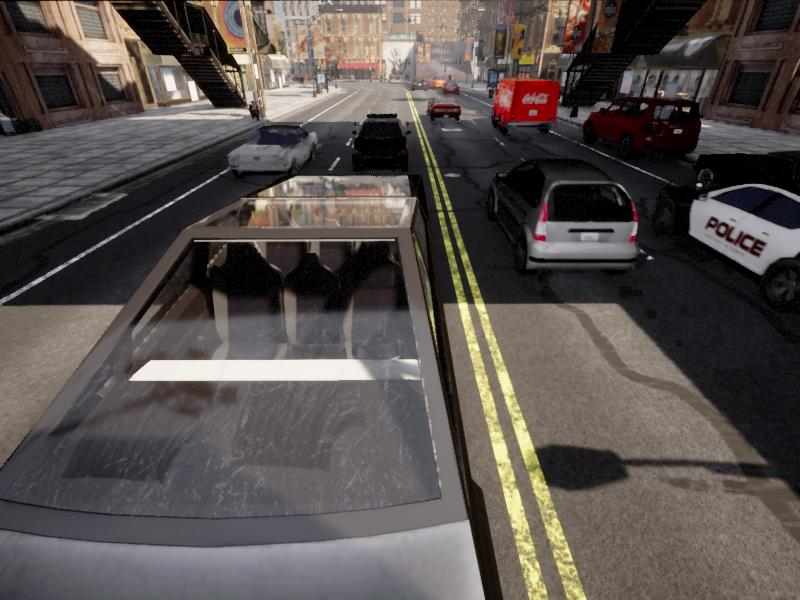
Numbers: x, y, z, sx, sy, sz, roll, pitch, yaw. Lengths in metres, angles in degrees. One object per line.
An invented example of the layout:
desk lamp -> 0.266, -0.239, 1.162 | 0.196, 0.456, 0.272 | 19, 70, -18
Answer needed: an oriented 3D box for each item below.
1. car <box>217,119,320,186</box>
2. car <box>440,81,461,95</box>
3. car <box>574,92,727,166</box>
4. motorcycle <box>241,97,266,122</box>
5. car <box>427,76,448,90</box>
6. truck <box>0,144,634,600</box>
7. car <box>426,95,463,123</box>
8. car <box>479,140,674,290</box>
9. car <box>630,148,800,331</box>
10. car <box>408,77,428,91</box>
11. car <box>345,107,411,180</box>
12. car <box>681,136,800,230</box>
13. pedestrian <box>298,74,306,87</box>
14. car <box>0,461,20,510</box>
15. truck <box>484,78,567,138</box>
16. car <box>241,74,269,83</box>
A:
car -> -4.128, -5.113, 13.501 | 1.895, 1.301, 4.718 | 0, 30, 0
car -> 6.308, -26.719, 50.404 | 1.994, 1.385, 4.181 | 0, 30, 0
car -> 9.443, -7.004, 15.980 | 2.435, 2.045, 5.566 | 0, 30, 0
motorcycle -> -9.058, -11.830, 24.760 | 0.856, 1.236, 1.805 | -17, 34, -26
car -> 5.749, -33.796, 62.123 | 2.097, 1.767, 4.553 | -6, 31, -10
truck -> -0.709, 0.187, 3.679 | 2.390, 2.098, 6.274 | 0, 30, 0
car -> 2.867, -12.872, 26.778 | 1.895, 1.301, 4.718 | 0, 30, 0
car -> 2.840, -1.856, 7.604 | 1.851, 1.617, 3.988 | 0, 30, 0
car -> 6.333, -1.306, 6.728 | 2.038, 1.542, 4.974 | 0, 30, 0
car -> 2.602, -32.192, 59.630 | 2.242, 1.667, 4.611 | -4, 30, -6
car -> -0.625, -5.746, 14.238 | 1.930, 1.638, 5.238 | 0, 30, 0
car -> 9.501, -2.958, 9.778 | 1.895, 1.301, 4.718 | 0, 30, 0
pedestrian -> -15.770, -35.362, 64.419 | 0.751, 1.860, 0.751 | -14, 33, -22
car -> -4.199, 2.315, 0.682 | 2.033, 1.411, 5.357 | 0, 30, 0
truck -> 6.376, -10.349, 21.287 | 2.627, 2.467, 5.204 | 0, 30, 0
car -> -31.742, -48.461, 87.546 | 5.366, 1.575, 1.801 | 8, 31, 13
